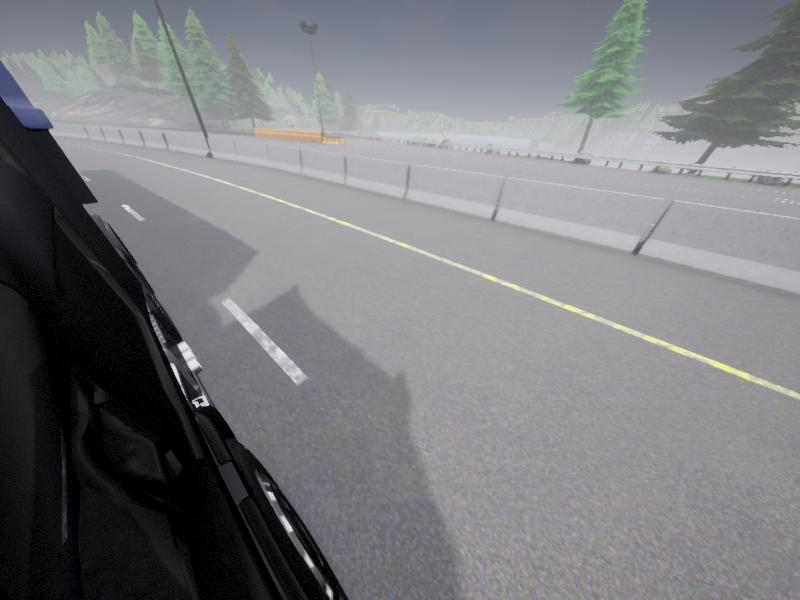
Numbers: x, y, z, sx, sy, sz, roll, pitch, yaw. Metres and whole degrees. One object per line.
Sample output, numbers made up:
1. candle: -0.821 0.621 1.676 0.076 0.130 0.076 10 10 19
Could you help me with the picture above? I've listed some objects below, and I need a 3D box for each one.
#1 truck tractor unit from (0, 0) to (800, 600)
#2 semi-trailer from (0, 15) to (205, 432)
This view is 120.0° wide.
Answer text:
1. truck tractor unit: -2.645 -0.295 0.351 6.516 4.208 3.053 28 44 30
2. semi-trailer: -8.905 -3.445 4.029 14.254 4.402 2.717 26 42 28
